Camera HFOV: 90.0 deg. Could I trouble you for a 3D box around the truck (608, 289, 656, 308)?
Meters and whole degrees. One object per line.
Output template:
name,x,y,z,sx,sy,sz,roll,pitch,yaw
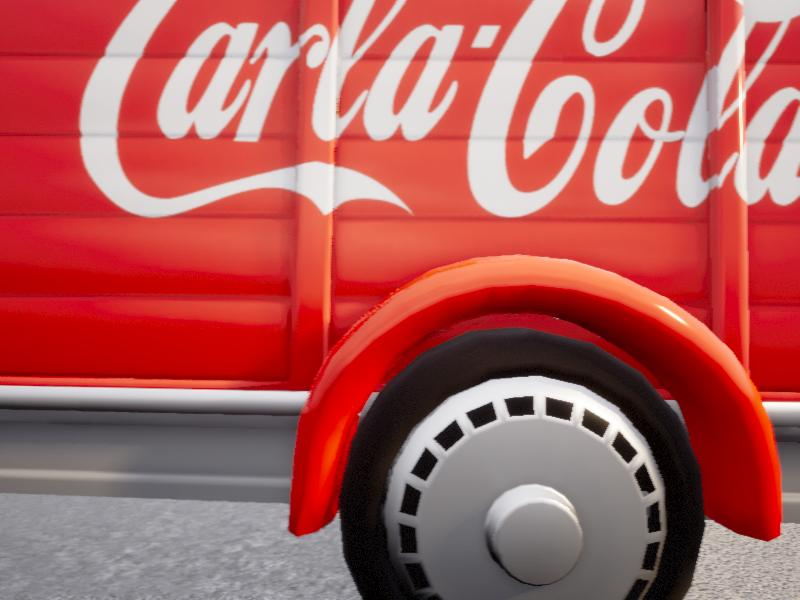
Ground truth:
truck,32.254,-0.209,55.747,5.204,2.467,2.627,1,1,4

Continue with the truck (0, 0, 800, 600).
truck,-0.882,-0.268,2.190,5.204,2.467,2.627,1,0,0
